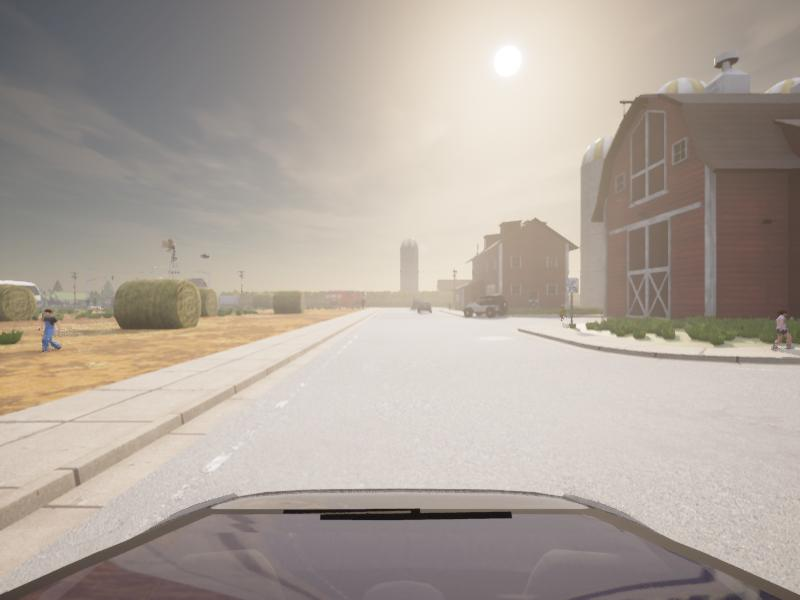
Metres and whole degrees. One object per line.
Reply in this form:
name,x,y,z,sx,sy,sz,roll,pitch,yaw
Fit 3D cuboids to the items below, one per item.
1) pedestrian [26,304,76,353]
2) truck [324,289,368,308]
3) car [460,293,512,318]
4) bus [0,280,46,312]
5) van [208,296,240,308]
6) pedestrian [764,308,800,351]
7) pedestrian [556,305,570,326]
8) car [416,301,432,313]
pedestrian,-9.777,0.773,11.221,0.751,1.300,0.751,0,0,13
truck,-11.025,-0.245,82.234,8.468,3.827,2.891,0,0,0
car,7.356,0.509,34.398,1.905,1.878,3.866,-8,3,-43
bus,-54.430,-0.513,53.906,3.944,4.253,10.273,0,0,3
van,-37.795,0.380,85.931,5.915,2.561,1.988,0,0,1
pedestrian,10.122,0.760,10.618,0.500,1.100,0.500,0,0,14
pedestrian,8.882,0.830,21.767,0.500,1.100,0.500,0,0,-30
car,3.046,0.845,51.119,1.789,1.549,3.705,0,0,0
